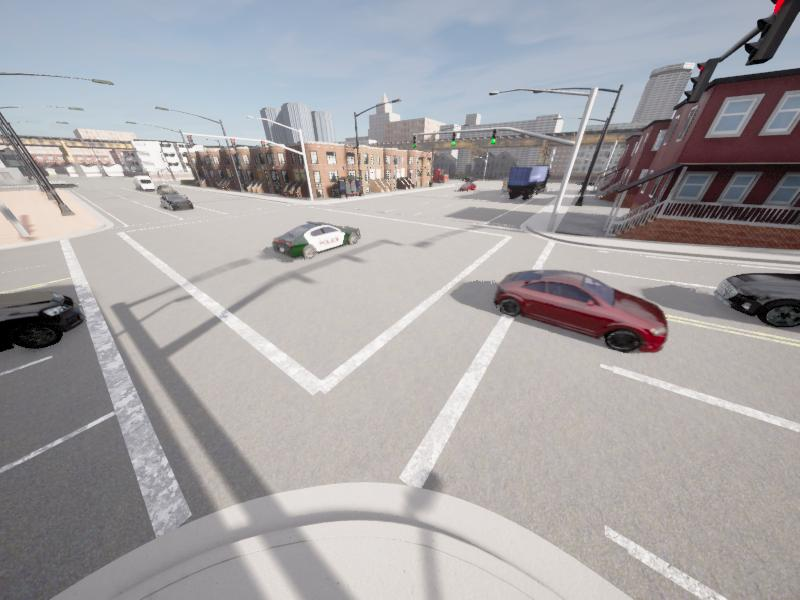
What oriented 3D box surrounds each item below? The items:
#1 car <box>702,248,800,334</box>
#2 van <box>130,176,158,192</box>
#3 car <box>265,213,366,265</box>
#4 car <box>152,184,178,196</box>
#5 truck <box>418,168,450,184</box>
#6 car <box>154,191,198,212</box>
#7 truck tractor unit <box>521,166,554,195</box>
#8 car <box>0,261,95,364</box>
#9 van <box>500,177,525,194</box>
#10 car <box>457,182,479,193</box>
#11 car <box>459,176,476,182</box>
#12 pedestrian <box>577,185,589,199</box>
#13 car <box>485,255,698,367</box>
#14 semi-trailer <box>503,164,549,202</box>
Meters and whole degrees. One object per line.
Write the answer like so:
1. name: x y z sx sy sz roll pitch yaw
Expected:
1. car: 12.056 0.004 5.797 4.856 1.649 2.033 15 33 33
2. van: -50.488 -22.936 45.470 5.915 2.561 1.988 20 36 31
3. car: -4.424 -3.639 13.071 2.038 1.542 4.974 20 35 31
4. car: -39.206 -18.392 38.547 3.988 1.617 1.851 20 36 31
5. truck: 9.725 -36.000 66.829 8.468 3.827 2.891 20 36 31
6. car: -25.064 -11.054 25.804 5.238 1.638 1.930 20 36 31
7. truck tractor unit: 24.661 -21.569 41.438 3.053 4.208 6.516 20 36 31
8. car: -11.085 0.817 5.216 2.242 1.667 4.611 20 36 31
9. van: 20.586 -20.978 42.207 2.351 2.431 6.366 20 36 31
10. car: 12.819 -21.199 43.480 1.882 1.535 5.008 21 36 31
11. car: 21.877 -39.187 74.730 4.674 1.442 1.812 20 36 31
12. pedestrian: 28.097 -16.559 35.437 0.751 1.860 0.751 12 32 19
13. car: 5.076 -0.042 6.870 4.181 1.385 1.994 20 36 34
14. semi-trailer: 19.958 -18.477 35.874 2.717 4.402 14.254 20 35 31
